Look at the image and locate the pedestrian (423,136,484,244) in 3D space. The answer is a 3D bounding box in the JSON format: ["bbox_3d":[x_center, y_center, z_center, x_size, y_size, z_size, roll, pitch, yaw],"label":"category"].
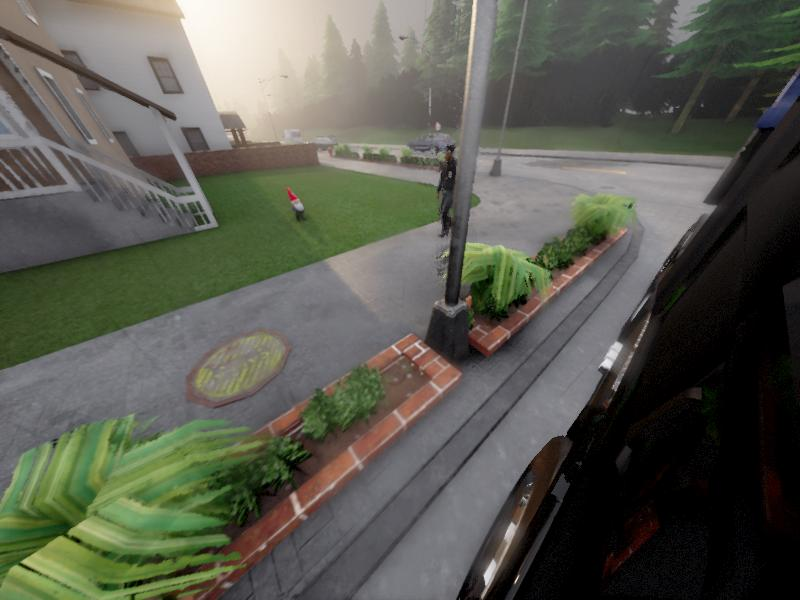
[{"bbox_3d":[1.034,-2.262,4.833,0.751,1.860,0.751,-23,41,-24],"label":"pedestrian"}]

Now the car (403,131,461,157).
[{"bbox_3d":[2.724,-14.202,20.992,2.152,1.651,5.027,-27,43,-29],"label":"car"}]

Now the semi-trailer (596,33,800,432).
[{"bbox_3d":[8.761,-3.571,4.150,14.254,4.402,2.717,-27,43,-29],"label":"semi-trailer"}]

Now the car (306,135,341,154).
[{"bbox_3d":[-9.379,-19.052,28.218,1.930,1.638,5.238,-27,43,-29],"label":"car"}]

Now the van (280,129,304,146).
[{"bbox_3d":[-20.764,-31.180,44.335,1.988,2.561,5.915,-27,43,-29],"label":"van"}]

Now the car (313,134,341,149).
[{"bbox_3d":[-11.034,-23.860,34.727,2.033,1.649,4.856,-27,43,-28],"label":"car"}]

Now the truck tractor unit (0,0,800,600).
[{"bbox_3d":[2.645,-0.295,0.351,6.516,4.208,3.053,-28,44,-30],"label":"truck tractor unit"}]
